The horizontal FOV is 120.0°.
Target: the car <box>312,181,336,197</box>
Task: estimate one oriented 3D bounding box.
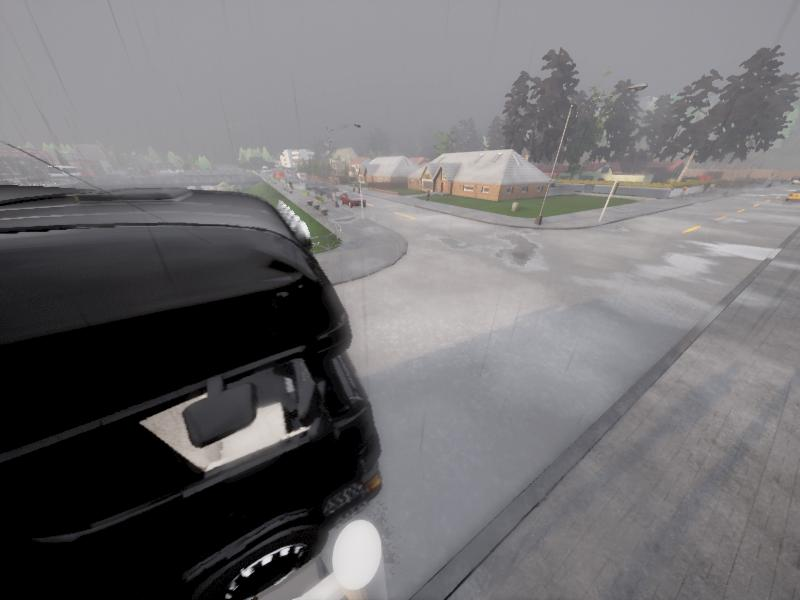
[{"bbox_3d":[-12.476,-18.190,37.673,2.150,2.045,5.566,-16,34,-26],"label":"car"}]

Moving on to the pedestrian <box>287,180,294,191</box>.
[{"bbox_3d":[-20.471,-21.469,43.283,0.751,1.860,0.751,-16,34,-26],"label":"pedestrian"}]

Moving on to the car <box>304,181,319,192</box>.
[{"bbox_3d":[-17.207,-22.101,44.887,1.851,1.617,3.988,-16,34,-26],"label":"car"}]

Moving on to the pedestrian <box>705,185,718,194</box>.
[{"bbox_3d":[53.113,-18.935,39.437,0.751,1.300,0.751,24,38,35],"label":"pedestrian"}]

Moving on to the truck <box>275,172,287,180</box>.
[{"bbox_3d":[-42.736,-44.608,83.005,2.627,2.467,5.204,-16,34,-26],"label":"truck"}]

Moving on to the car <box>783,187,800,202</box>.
[{"bbox_3d":[55.090,-14.418,31.606,5.366,1.575,1.801,-16,34,-26],"label":"car"}]

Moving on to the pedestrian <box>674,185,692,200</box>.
[{"bbox_3d":[38.855,-14.782,31.701,0.751,1.860,0.751,-15,33,-24],"label":"pedestrian"}]

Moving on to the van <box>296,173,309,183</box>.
[{"bbox_3d":[-29.984,-37.543,70.803,2.351,2.431,6.366,-16,34,-26],"label":"van"}]

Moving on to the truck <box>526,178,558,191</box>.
[{"bbox_3d":[27.281,-22.337,44.478,2.069,2.038,4.478,-16,34,-26],"label":"truck"}]

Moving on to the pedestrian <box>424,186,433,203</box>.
[{"bbox_3d":[3.635,-13.450,29.393,0.751,1.860,0.751,-16,34,-25],"label":"pedestrian"}]

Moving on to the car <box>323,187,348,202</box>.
[{"bbox_3d":[-9.247,-15.166,32.957,2.007,1.525,4.514,-16,34,-26],"label":"car"}]

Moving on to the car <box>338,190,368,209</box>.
[{"bbox_3d":[-5.702,-12.128,27.683,1.882,1.535,5.008,-16,34,-25],"label":"car"}]

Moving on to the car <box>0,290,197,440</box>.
[{"bbox_3d":[-7.119,1.301,4.592,4.181,1.385,1.994,-16,34,-26],"label":"car"}]

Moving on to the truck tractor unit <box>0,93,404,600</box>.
[{"bbox_3d":[-3.556,1.345,1.661,6.516,4.208,3.053,-16,34,-25],"label":"truck tractor unit"}]

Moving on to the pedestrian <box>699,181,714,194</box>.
[{"bbox_3d":[52.344,-19.258,39.436,0.751,1.860,0.751,-18,35,-28],"label":"pedestrian"}]
